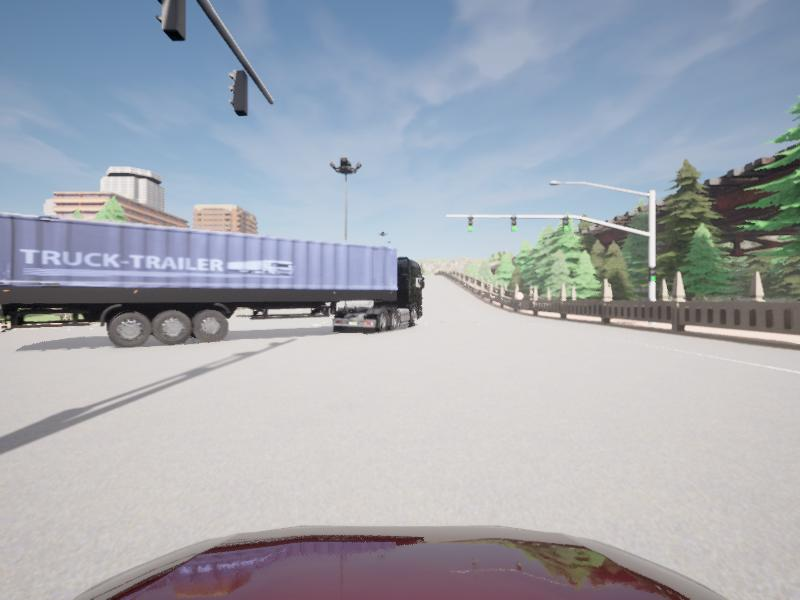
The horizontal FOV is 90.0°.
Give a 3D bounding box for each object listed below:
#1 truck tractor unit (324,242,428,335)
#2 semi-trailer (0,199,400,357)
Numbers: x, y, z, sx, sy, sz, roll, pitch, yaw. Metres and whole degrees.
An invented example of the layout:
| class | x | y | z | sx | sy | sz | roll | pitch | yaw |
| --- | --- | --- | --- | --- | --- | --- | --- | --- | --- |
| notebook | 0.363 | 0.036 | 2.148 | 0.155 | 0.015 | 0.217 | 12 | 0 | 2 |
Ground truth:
| class | x | y | z | sx | sy | sz | roll | pitch | yaw |
| --- | --- | --- | --- | --- | --- | --- | --- | --- | --- |
| truck tractor unit | -0.982 | -0.526 | 21.762 | 3.053 | 4.208 | 6.516 | 1 | 0 | 23 |
| semi-trailer | -6.517 | -0.632 | 16.370 | 14.254 | 4.402 | 2.717 | 0 | 1 | -37 |
